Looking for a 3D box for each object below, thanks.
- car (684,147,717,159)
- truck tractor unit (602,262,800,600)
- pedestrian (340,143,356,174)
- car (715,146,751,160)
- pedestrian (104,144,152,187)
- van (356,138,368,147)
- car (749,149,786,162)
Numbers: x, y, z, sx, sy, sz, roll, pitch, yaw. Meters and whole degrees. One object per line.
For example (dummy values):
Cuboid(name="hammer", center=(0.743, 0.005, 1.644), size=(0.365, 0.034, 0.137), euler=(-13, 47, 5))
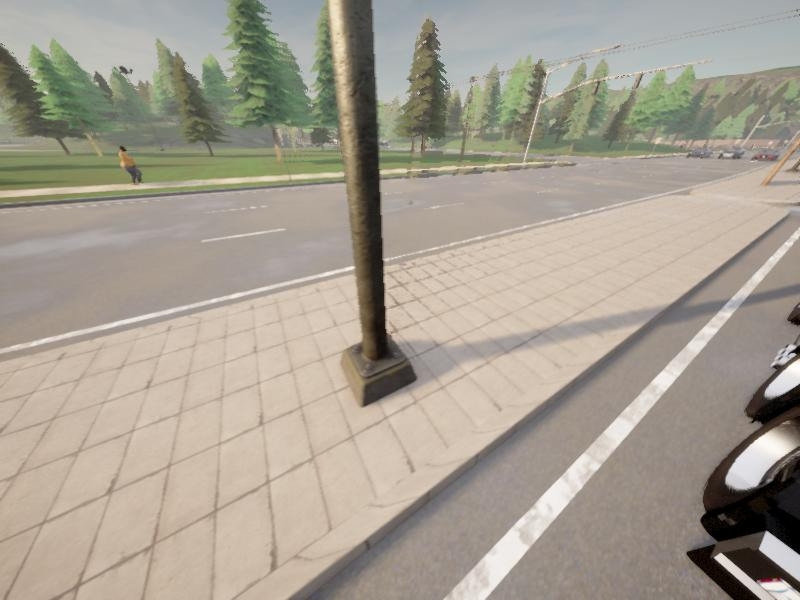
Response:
Cuboid(name="car", center=(50.486, -24.801, 38.791), size=(4.974, 1.542, 2.038), euler=(-18, 39, -25))
Cuboid(name="truck tractor unit", center=(5.108, -0.303, 0.787), size=(6.516, 4.208, 3.053), euler=(-18, 39, -24))
Cuboid(name="pedestrian", center=(-3.757, -10.246, 16.770), size=(0.751, 1.860, 0.751), euler=(-17, 38, -23))
Cuboid(name="car", center=(52.703, -23.276, 36.534), size=(4.856, 1.649, 2.033), euler=(-19, 39, -25))
Cuboid(name="pedestrian", center=(-13.975, -6.959, 11.950), size=(0.751, 1.860, 0.751), euler=(-17, 38, -23))
Cuboid(name="van", center=(-14.146, -58.156, 85.249), size=(1.988, 2.561, 5.915), euler=(-18, 39, -24))
Cuboid(name="car", center=(53.467, -21.082, 33.612), size=(4.181, 1.385, 1.994), euler=(-19, 39, -25))
